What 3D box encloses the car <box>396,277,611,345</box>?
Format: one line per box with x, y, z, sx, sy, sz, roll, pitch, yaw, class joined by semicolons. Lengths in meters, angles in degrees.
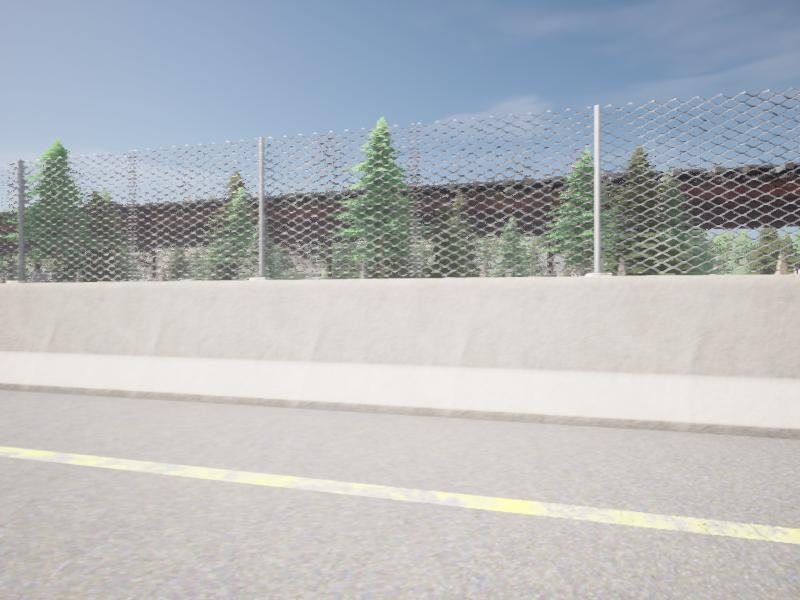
2.512;0.236;10.451;4.902;1.511;2.128;0;0;12;car

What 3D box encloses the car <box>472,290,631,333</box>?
4.879;0.344;13.512;4.718;1.301;1.895;0;0;12;car
